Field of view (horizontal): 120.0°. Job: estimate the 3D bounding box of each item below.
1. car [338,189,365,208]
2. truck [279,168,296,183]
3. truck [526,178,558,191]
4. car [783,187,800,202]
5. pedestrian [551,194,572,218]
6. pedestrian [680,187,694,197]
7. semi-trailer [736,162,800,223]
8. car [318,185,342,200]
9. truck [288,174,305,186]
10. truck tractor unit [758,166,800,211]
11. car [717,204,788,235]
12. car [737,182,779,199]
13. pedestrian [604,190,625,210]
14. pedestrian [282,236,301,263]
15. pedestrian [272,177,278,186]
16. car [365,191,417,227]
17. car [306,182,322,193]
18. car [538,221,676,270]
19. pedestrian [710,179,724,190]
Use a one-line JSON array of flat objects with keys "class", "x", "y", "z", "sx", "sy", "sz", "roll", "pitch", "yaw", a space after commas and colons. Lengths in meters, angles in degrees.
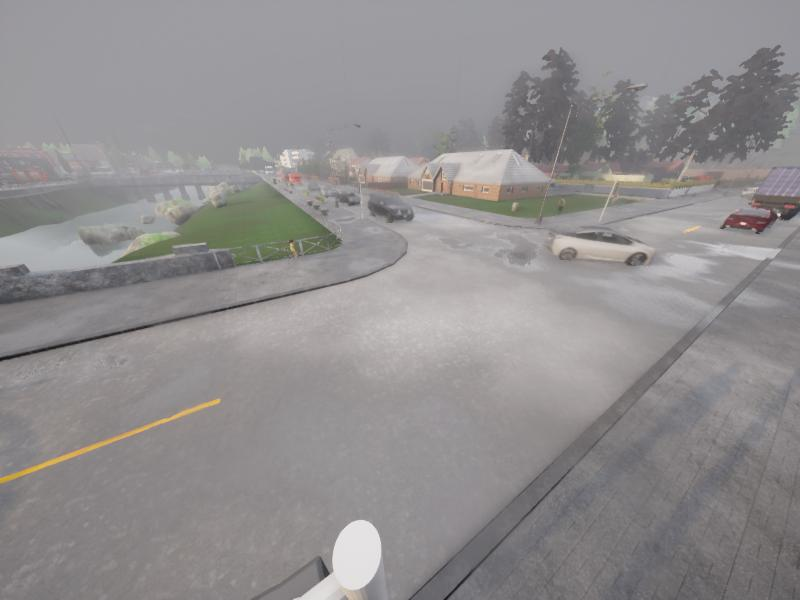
[{"class": "car", "x": -5.884, "y": -12.283, "z": 27.883, "sx": 1.851, "sy": 1.617, "sz": 3.988, "roll": -16, "pitch": 34, "yaw": -26}, {"class": "truck", "x": -33.575, "y": -37.250, "z": 68.901, "sx": 2.891, "sy": 3.827, "sz": 8.468, "roll": -16, "pitch": 34, "yaw": -26}, {"class": "truck", "x": 27.281, "y": -22.337, "z": 44.478, "sx": 2.069, "sy": 2.038, "sz": 4.478, "roll": -16, "pitch": 34, "yaw": -26}, {"class": "car", "x": 55.090, "y": -14.418, "z": 31.606, "sx": 5.366, "sy": 1.575, "sz": 1.801, "roll": -16, "pitch": 34, "yaw": -26}, {"class": "pedestrian", "x": 14.281, "y": -8.301, "z": 20.476, "sx": 0.751, "sy": 1.860, "sz": 0.751, "roll": -16, "pitch": 34, "yaw": -25}, {"class": "pedestrian", "x": 44.124, "y": -16.658, "z": 35.510, "sx": 0.751, "sy": 1.300, "sz": 0.751, "roll": -16, "pitch": 34, "yaw": -26}, {"class": "semi-trailer", "x": 37.848, "y": -10.673, "z": 22.280, "sx": 14.254, "sy": 4.402, "sz": 2.717, "roll": -16, "pitch": 34, "yaw": -26}, {"class": "car", "x": -10.778, "y": -16.497, "z": 35.253, "sx": 2.038, "sy": 1.542, "sz": 4.974, "roll": -16, "pitch": 34, "yaw": -26}, {"class": "truck", "x": -26.083, "y": -30.171, "z": 57.999, "sx": 2.627, "sy": 2.467, "sz": 5.204, "roll": -16, "pitch": 34, "yaw": -26}, {"class": "truck tractor unit", "x": 44.708, "y": -12.549, "z": 25.770, "sx": 6.516, "sy": 4.208, "sz": 3.053, "roll": -16, "pitch": 34, "yaw": -26}, {"class": "car", "x": 26.333, "y": -6.118, "z": 17.274, "sx": 5.008, "sy": 1.535, "sz": 1.882, "roll": -15, "pitch": 33, "yaw": -26}, {"class": "car", "x": 54.468, "y": -16.714, "z": 35.115, "sx": 5.566, "sy": 2.045, "sz": 2.150, "roll": -16, "pitch": 34, "yaw": -25}, {"class": "pedestrian", "x": 22.925, "y": -10.755, "z": 24.726, "sx": 0.751, "sy": 1.860, "sz": 0.751, "roll": -11, "pitch": 32, "yaw": -19}, {"class": "pedestrian", "x": -5.142, "y": -2.376, "z": 10.955, "sx": 0.500, "sy": 1.100, "sz": 0.500, "roll": -16, "pitch": 34, "yaw": -26}, {"class": "pedestrian", "x": -29.003, "y": -27.371, "z": 53.505, "sx": 0.751, "sy": 1.860, "sz": 0.751, "roll": -16, "pitch": 34, "yaw": -25}, {"class": "car", "x": -0.947, "y": -8.192, "z": 20.354, "sx": 2.150, "sy": 2.045, "sz": 5.566, "roll": -16, "pitch": 34, "yaw": -25}, {"class": "car", "x": -16.180, "y": -21.189, "z": 43.359, "sx": 1.789, "sy": 1.549, "sz": 3.705, "roll": -16, "pitch": 34, "yaw": -26}, {"class": "car", "x": 9.841, "y": -2.820, "z": 11.572, "sx": 4.514, "sy": 1.525, "sz": 2.007, "roll": 8, "pitch": 31, "yaw": 13}, {"class": "pedestrian", "x": 62.168, "y": -22.660, "z": 45.329, "sx": 0.751, "sy": 1.860, "sz": 0.751, "roll": 13, "pitch": 32, "yaw": 21}]
